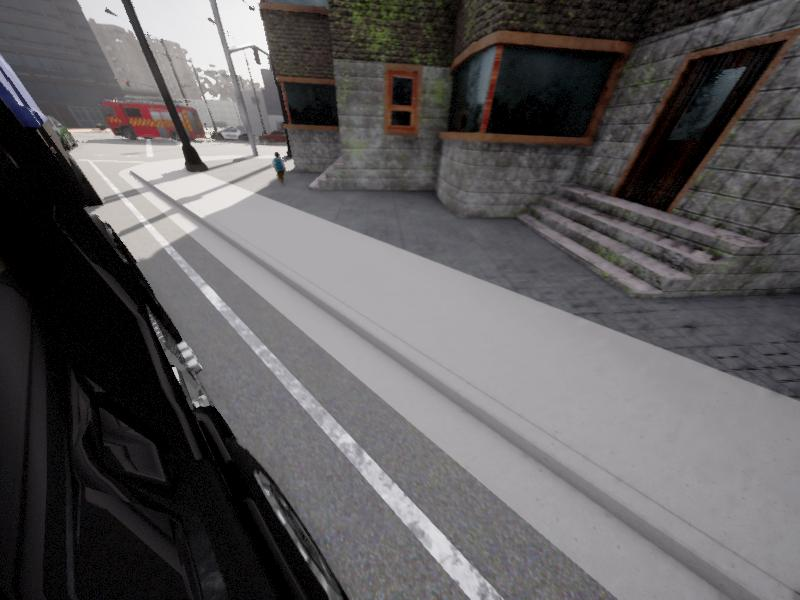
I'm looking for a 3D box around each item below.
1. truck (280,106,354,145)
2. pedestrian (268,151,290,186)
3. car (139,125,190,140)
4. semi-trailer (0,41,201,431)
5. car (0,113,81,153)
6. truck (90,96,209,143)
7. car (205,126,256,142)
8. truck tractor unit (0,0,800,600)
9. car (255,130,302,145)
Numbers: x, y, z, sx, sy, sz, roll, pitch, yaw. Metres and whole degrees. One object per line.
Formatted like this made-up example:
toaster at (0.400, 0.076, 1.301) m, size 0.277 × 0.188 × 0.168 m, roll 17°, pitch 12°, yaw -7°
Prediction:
truck at (-10.765, -23.367, 31.158) m, size 8.468 × 3.827 × 2.891 m, roll -2°, pitch 37°, yaw -5°
pedestrian at (-4.718, -5.130, 9.026) m, size 0.500 × 1.100 × 0.500 m, roll -15°, pitch 40°, yaw -22°
car at (-30.755, -21.987, 30.342) m, size 4.181 × 1.385 × 1.994 m, roll 2°, pitch 37°, yaw -1°
semi-trailer at (-8.706, -3.579, 4.249) m, size 14.254 × 4.402 × 2.717 m, roll 28°, pitch 43°, yaw 30°
car at (-25.772, -12.069, 16.665) m, size 2.150 × 2.045 × 5.566 m, roll -28°, pitch 46°, yaw -34°
truck at (-28.370, -20.801, 26.813) m, size 8.468 × 3.827 × 2.891 m, roll -1°, pitch 37°, yaw -5°
car at (-22.476, -22.124, 30.837) m, size 4.974 × 1.542 × 2.038 m, roll -1°, pitch 37°, yaw -5°
truck tractor unit at (-2.645, -0.295, 0.351) m, size 6.516 × 4.208 × 3.053 m, roll 28°, pitch 44°, yaw 30°
car at (-14.970, -20.189, 28.683) m, size 4.674 × 1.442 × 1.812 m, roll -2°, pitch 37°, yaw -5°
